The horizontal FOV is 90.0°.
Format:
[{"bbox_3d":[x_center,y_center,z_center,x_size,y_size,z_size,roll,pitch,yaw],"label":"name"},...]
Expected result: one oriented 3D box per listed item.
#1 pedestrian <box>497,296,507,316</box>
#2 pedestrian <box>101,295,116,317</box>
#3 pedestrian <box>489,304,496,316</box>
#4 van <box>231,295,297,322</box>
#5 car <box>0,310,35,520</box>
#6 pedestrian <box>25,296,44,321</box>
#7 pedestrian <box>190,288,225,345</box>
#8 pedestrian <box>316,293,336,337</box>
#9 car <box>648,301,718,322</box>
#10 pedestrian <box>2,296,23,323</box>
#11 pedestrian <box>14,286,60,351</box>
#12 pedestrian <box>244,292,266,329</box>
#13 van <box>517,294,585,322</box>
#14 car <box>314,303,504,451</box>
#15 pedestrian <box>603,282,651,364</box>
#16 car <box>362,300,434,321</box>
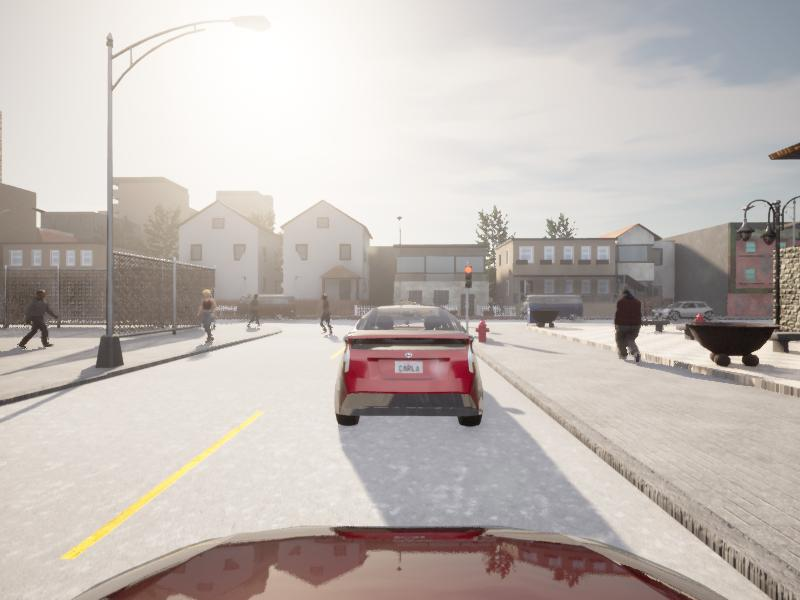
[{"bbox_3d":[9.256,0.533,36.337,0.751,1.860,0.751,0,0,5],"label":"pedestrian"},{"bbox_3d":[-24.692,0.533,33.866,0.751,1.860,0.751,0,0,-3],"label":"pedestrian"},{"bbox_3d":[8.243,0.913,35.759,0.500,1.100,0.500,0,0,-2],"label":"pedestrian"},{"bbox_3d":[-10.347,0.599,30.657,4.442,1.987,1.775,0,0,6],"label":"van"},{"bbox_3d":[-4.006,0.836,0.742,2.128,1.511,4.902,0,0,1],"label":"car"},{"bbox_3d":[-27.056,0.637,29.609,0.751,1.860,0.751,0,0,0],"label":"pedestrian"},{"bbox_3d":[-6.453,0.534,13.430,0.751,1.860,0.751,0,0,12],"label":"pedestrian"},{"bbox_3d":[-3.235,0.637,17.489,0.751,1.860,0.751,0,0,-21],"label":"pedestrian"},{"bbox_3d":[21.235,0.853,30.147,3.806,1.475,1.970,0,0,1],"label":"car"},{"bbox_3d":[-26.798,0.637,27.688,0.751,1.860,0.751,0,0,1],"label":"pedestrian"},{"bbox_3d":[-10.892,0.536,12.037,0.751,1.860,0.751,0,0,-12],"label":"pedestrian"},{"bbox_3d":[-7.576,0.534,20.919,0.751,1.860,0.751,0,0,20],"label":"pedestrian"},{"bbox_3d":[11.392,0.597,30.365,4.442,1.987,1.775,0,0,1],"label":"van"},{"bbox_3d":[0.137,0.828,6.489,2.007,1.525,4.514,0,0,1],"label":"car"},{"bbox_3d":[5.379,0.525,9.518,0.751,1.860,0.751,0,0,5],"label":"pedestrian"},{"bbox_3d":[-0.115,0.801,30.621,5.366,1.575,1.801,0,0,1],"label":"car"}]
